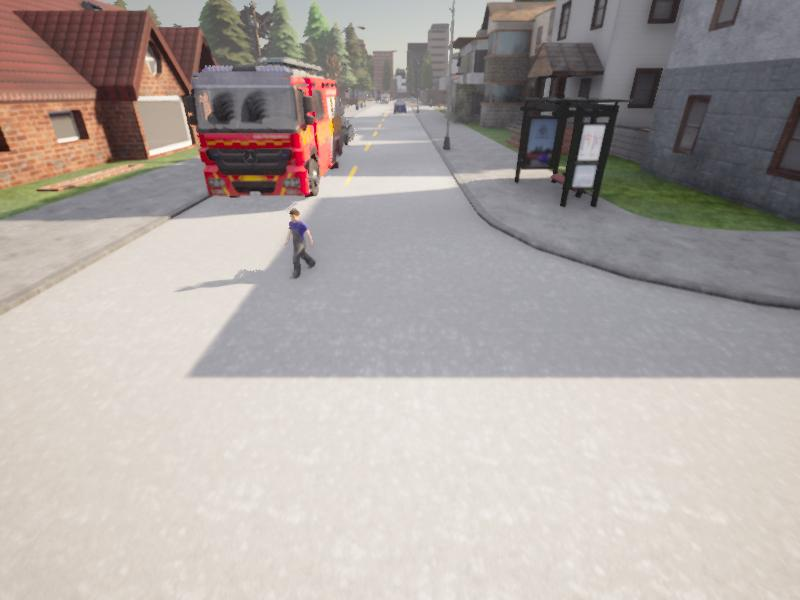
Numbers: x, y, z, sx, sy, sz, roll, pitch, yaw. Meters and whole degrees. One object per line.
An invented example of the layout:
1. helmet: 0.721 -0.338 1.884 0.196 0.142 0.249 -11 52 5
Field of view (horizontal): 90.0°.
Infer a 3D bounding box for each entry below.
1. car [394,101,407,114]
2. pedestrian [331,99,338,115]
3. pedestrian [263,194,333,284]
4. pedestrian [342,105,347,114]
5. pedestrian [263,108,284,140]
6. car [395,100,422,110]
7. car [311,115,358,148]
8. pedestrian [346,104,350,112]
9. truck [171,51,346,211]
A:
1. car: 0.031 -29.197 60.571 1.882 1.535 5.008 0 28 0
2. pedestrian: -8.722 -25.655 53.158 0.751 1.860 0.751 -3 28 -6
3. pedestrian: -1.766 -1.098 7.075 0.751 1.300 0.751 17 32 29
4. pedestrian: -7.722 -26.509 55.612 0.500 1.100 0.500 1 28 3
5. pedestrian: -8.171 -11.376 25.873 0.751 1.860 0.751 7 28 13
6. car: 1.629 -38.539 79.113 5.027 1.651 2.152 -19 33 -33
7. car: -3.988 -10.700 25.244 2.128 1.511 4.902 0 28 0
8. pedestrian: -7.977 -29.456 61.243 0.500 1.100 0.500 3 28 6
9. truck: -3.997 -6.194 14.129 2.891 3.827 8.468 0 28 0
